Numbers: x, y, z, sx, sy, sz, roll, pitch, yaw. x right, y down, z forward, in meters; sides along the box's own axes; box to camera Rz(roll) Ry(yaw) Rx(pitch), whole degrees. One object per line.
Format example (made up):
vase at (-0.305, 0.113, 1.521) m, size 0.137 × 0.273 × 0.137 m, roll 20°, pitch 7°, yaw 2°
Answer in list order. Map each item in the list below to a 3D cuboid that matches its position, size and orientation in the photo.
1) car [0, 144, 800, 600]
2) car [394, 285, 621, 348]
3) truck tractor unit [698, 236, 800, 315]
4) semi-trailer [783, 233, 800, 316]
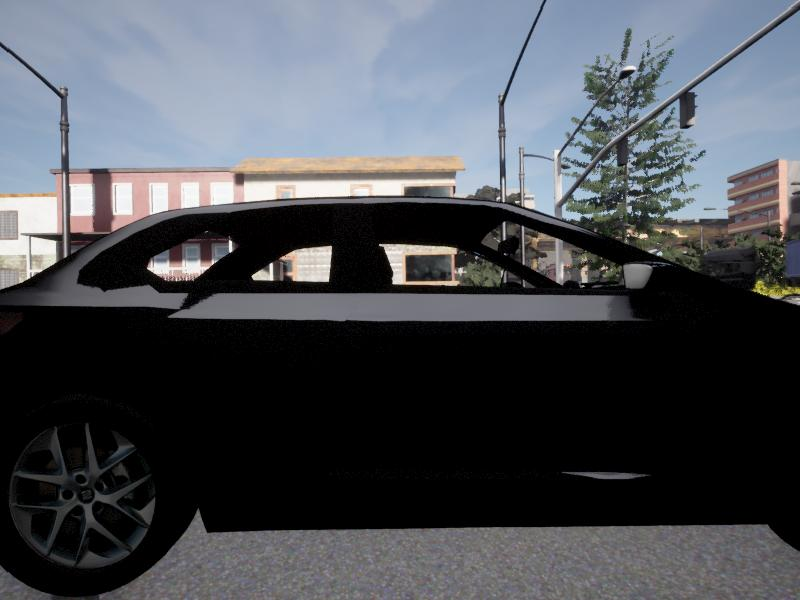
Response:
car at (0.342, 0.254, 2.184) m, size 4.193 × 1.474 × 1.816 m, roll 0°, pitch 0°, yaw -1°
car at (2.225, 0.343, 9.228) m, size 4.718 × 1.301 × 1.895 m, roll 0°, pitch 0°, yaw -1°
truck tractor unit at (21.529, -1.298, 23.196) m, size 6.516 × 4.208 × 3.053 m, roll -1°, pitch 0°, yaw 43°
semi-trailer at (28.046, -1.514, 18.765) m, size 14.254 × 4.402 × 2.717 m, roll -1°, pitch 0°, yaw 31°
